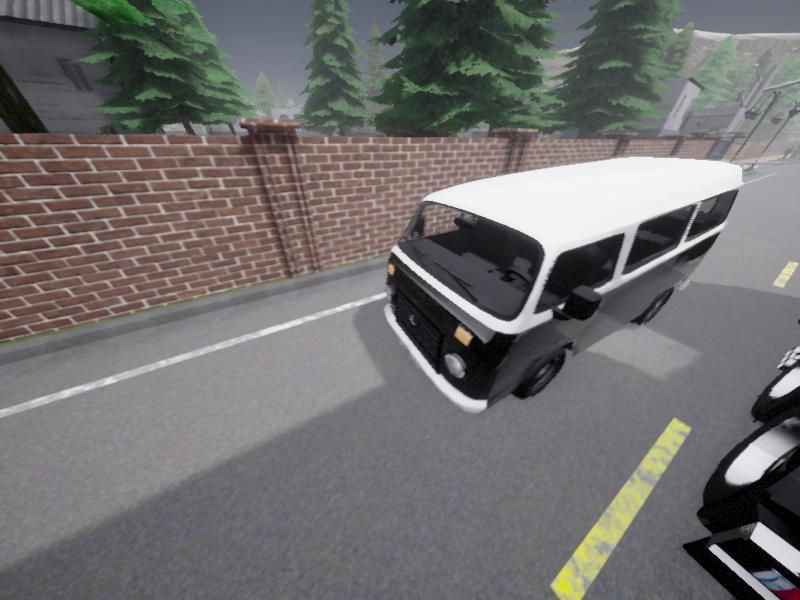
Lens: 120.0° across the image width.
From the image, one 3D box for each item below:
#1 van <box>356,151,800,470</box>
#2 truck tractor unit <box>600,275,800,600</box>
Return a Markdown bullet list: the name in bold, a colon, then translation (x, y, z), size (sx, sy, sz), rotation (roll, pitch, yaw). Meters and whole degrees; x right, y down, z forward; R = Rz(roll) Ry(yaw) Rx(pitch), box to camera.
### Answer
- **van**: translation (2.057, -0.535, 2.974), size (4.480, 2.038, 2.069), rotation (-18, 39, -21)
- **truck tractor unit**: translation (5.127, -0.285, 0.756), size (6.516, 4.208, 3.053), rotation (-18, 38, -23)
